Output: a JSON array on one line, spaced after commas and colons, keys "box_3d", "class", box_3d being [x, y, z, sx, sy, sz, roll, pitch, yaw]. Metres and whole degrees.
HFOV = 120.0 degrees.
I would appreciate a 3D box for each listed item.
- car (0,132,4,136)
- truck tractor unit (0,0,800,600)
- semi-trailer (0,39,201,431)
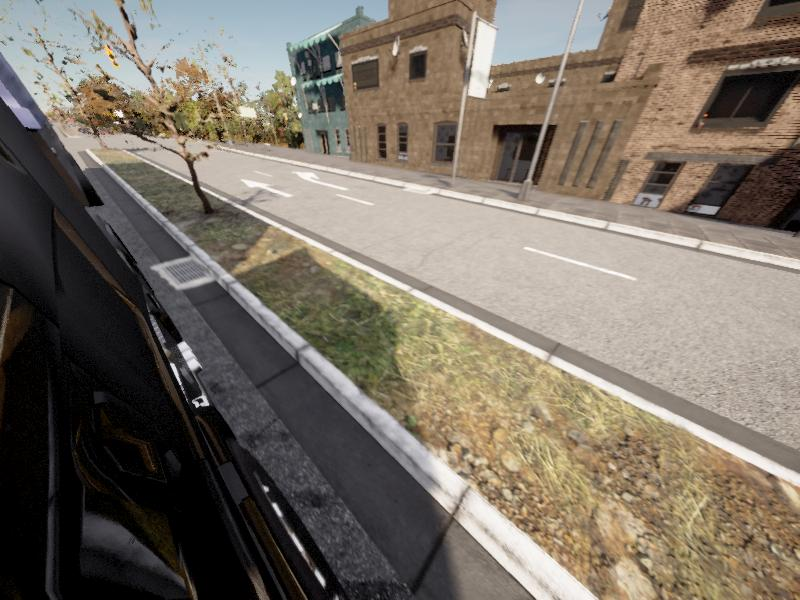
[{"box_3d": [-68.450, -26.930, 36.579, 1.946, 1.575, 5.366, 12, 38, 16], "class": "car"}, {"box_3d": [-2.645, -0.295, 0.352, 6.516, 4.208, 3.053, 28, 44, 30], "class": "truck tractor unit"}, {"box_3d": [-8.695, -3.591, 4.254, 14.254, 4.402, 2.717, 28, 43, 30], "class": "semi-trailer"}]
